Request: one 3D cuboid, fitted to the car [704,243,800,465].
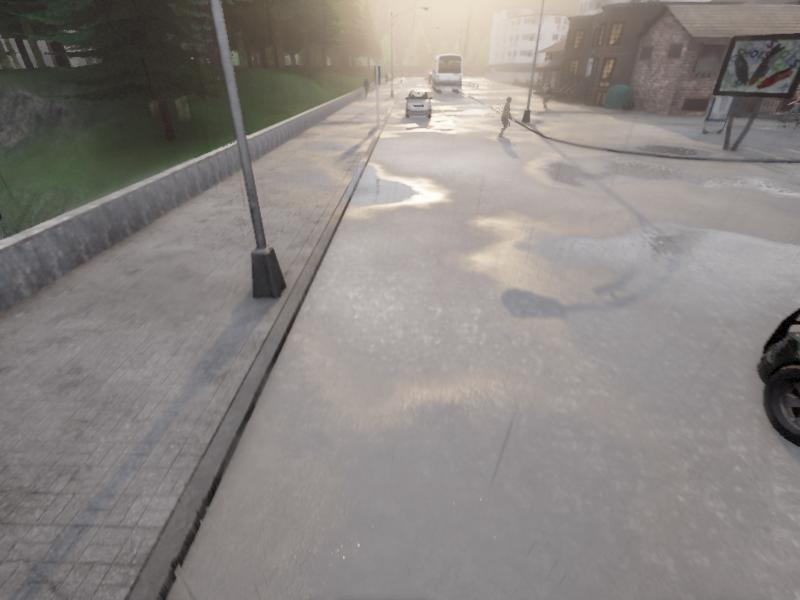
[{"bbox_3d":[4.510,1.375,2.128,2.038,1.542,4.974,1,30,1],"label":"car"}]

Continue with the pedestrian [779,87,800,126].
[{"bbox_3d":[22.164,-10.815,22.382,0.751,1.860,0.751,25,39,36],"label":"pedestrian"}]

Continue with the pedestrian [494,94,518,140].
[{"bbox_3d":[4.937,-8.562,18.729,0.751,1.860,0.751,2,30,3],"label":"pedestrian"}]

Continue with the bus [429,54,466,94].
[{"bbox_3d":[6.026,-29.908,52.874,3.944,4.253,10.273,1,30,1],"label":"bus"}]

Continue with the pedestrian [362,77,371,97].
[{"bbox_3d":[-3.517,-22.541,42.406,0.751,1.860,0.751,1,30,2],"label":"pedestrian"}]

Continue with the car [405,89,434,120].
[{"bbox_3d":[1.267,-13.536,27.527,1.851,1.617,3.988,1,30,1],"label":"car"}]

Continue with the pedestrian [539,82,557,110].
[{"bbox_3d":[11.164,-15.423,30.246,0.751,1.860,0.751,-1,30,-2],"label":"pedestrian"}]

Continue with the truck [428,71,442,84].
[{"bbox_3d":[7.002,-44.712,80.296,2.390,2.098,6.274,1,30,1],"label":"truck"}]

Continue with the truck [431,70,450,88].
[{"bbox_3d":[6.518,-35.974,65.003,2.627,2.467,5.204,1,30,1],"label":"truck"}]

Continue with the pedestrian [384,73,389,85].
[{"bbox_3d":[-2.393,-39.694,71.710,0.751,1.860,0.751,0,30,0],"label":"pedestrian"}]
